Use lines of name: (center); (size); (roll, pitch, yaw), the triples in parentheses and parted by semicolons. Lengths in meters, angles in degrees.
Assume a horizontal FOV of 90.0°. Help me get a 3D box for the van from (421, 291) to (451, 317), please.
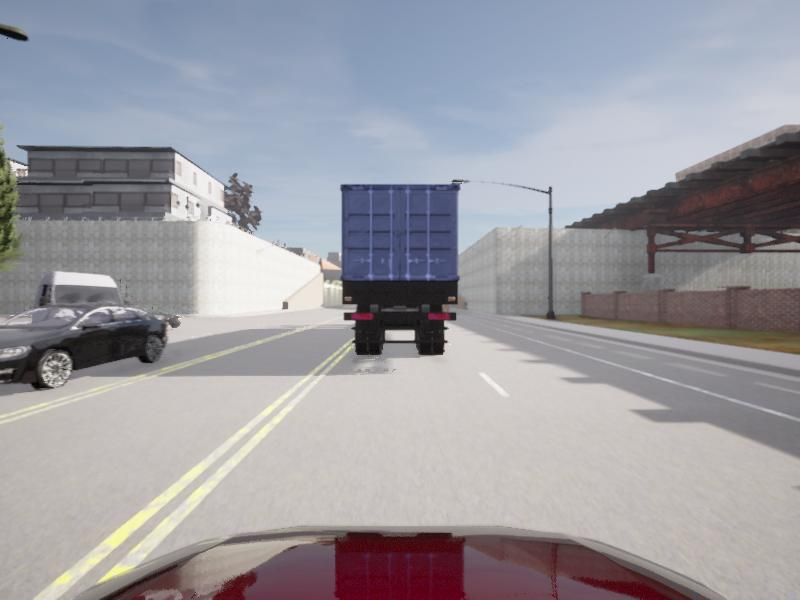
van: (3.478, 0.365, 39.695); (2.351, 2.431, 6.366); (0, 0, 0)

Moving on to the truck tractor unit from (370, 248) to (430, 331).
truck tractor unit: (-0.013, -0.531, 23.535); (3.053, 4.208, 6.516); (0, 0, 0)

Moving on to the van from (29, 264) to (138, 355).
van: (-11.278, 0.319, 14.042); (5.915, 2.561, 1.988); (0, -3, 43)

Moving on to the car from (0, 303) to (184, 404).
car: (-7.011, 0.834, 8.576); (2.128, 1.511, 4.902); (0, 0, -1)

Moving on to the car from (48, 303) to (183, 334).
car: (-14.023, 0.888, 19.915); (5.357, 1.411, 2.033); (0, 0, 2)

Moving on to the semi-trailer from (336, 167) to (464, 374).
semi-trailer: (-0.004, -0.626, 15.615); (2.717, 4.402, 14.254); (0, 0, 0)
